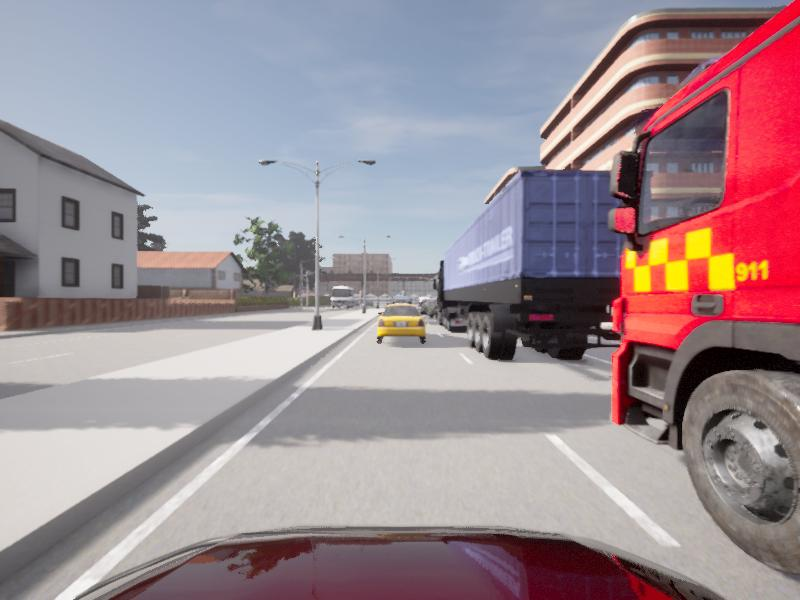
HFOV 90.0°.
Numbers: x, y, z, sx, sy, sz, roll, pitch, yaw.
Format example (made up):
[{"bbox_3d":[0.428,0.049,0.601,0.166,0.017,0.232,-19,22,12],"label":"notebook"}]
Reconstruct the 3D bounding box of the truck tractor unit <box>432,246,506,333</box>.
[{"bbox_3d":[3.613,-0.502,22.653,3.053,4.208,6.516,0,0,0],"label":"truck tractor unit"}]

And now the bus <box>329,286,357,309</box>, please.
[{"bbox_3d":[-11.081,-0.546,79.224,3.944,4.253,10.273,0,0,0],"label":"bus"}]

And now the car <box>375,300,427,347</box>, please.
[{"bbox_3d":[0.048,0.801,16.344,1.801,1.575,5.366,0,0,0],"label":"car"}]

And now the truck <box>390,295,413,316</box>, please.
[{"bbox_3d":[0.155,0.536,43.217,2.390,2.098,6.274,0,0,0],"label":"truck"}]

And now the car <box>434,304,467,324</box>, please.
[{"bbox_3d":[3.602,0.939,29.390,1.895,1.301,4.718,0,0,0],"label":"car"}]

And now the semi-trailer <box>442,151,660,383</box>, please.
[{"bbox_3d":[3.608,-0.622,14.731,2.717,4.402,14.254,0,0,0],"label":"semi-trailer"}]

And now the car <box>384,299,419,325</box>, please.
[{"bbox_3d":[0.094,0.752,27.660,2.242,1.667,4.611,0,0,0],"label":"car"}]

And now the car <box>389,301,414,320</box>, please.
[{"bbox_3d":[0.121,0.821,34.467,2.038,1.542,4.974,0,0,0],"label":"car"}]
